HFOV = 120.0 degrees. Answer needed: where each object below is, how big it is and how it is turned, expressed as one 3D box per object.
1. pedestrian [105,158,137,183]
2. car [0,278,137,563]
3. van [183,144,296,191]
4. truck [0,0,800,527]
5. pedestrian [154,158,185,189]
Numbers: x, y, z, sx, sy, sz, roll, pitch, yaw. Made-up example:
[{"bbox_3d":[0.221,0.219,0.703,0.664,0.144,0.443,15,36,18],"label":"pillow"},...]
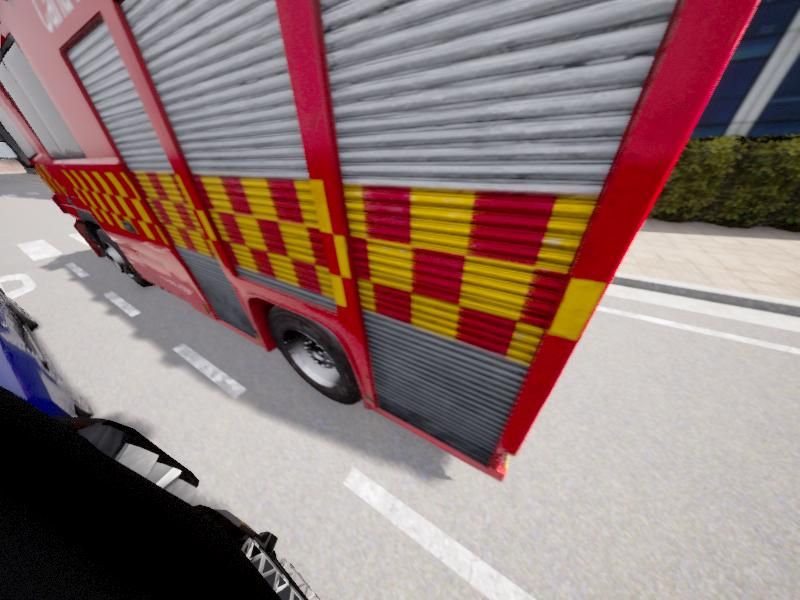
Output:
[{"bbox_3d":[-24.339,-11.302,20.194,0.751,1.860,0.751,-1,34,1],"label":"pedestrian"},{"bbox_3d":[-4.779,0.694,1.954,4.718,1.301,1.895,16,38,26],"label":"car"},{"bbox_3d":[-11.141,-9.823,17.021,2.351,2.431,6.366,7,33,18],"label":"van"},{"bbox_3d":[-2.268,-1.860,3.337,8.468,3.827,2.891,16,38,26],"label":"truck"},{"bbox_3d":[-16.795,-9.228,16.869,0.751,1.860,0.751,22,41,31],"label":"pedestrian"}]
